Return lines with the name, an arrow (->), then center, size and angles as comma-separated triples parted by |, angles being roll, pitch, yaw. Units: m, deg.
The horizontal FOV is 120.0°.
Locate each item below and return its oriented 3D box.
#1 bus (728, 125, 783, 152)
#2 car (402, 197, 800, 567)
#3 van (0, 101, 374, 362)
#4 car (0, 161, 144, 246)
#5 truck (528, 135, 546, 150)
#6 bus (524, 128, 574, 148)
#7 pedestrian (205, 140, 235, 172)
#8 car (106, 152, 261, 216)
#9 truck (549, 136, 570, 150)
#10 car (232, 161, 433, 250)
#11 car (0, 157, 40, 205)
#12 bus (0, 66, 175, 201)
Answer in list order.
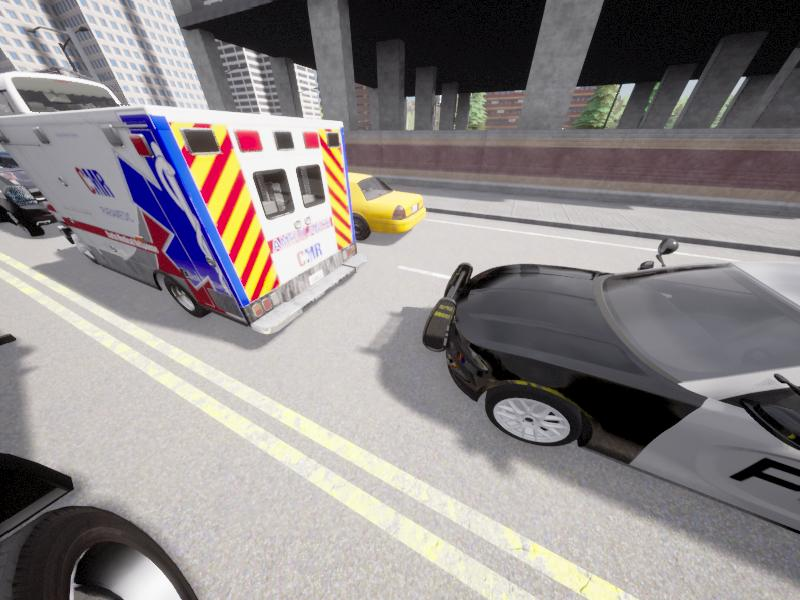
bus -> 72.633, -32.864, 47.186 | 10.273, 4.253, 3.944 | -21, 40, -28
car -> 2.809, 0.498, 1.797 | 5.238, 1.638, 1.930 | 15, 38, 20
van -> -3.898, -1.630, 4.087 | 6.366, 2.431, 2.351 | 15, 38, 20
car -> -10.805, -3.112, 6.937 | 4.902, 1.511, 2.128 | 15, 38, 20
truck -> 29.472, -34.044, 49.945 | 2.615, 2.467, 5.204 | 15, 38, 20
bus -> 40.023, -43.810, 62.583 | 10.273, 4.253, 3.944 | 15, 38, 20
pedestrian -> -12.503, -9.995, 16.075 | 0.751, 1.860, 0.751 | 12, 37, 16
car -> -8.375, -4.746, 9.132 | 4.611, 1.667, 2.242 | 15, 38, 20
truck -> 33.382, -32.985, 48.470 | 2.615, 2.467, 5.204 | 15, 38, 20
car -> -1.947, -2.979, 6.747 | 5.366, 1.575, 1.801 | 15, 38, 20
car -> -17.573, -4.949, 9.467 | 3.705, 1.549, 1.789 | 15, 38, 20
bus -> -17.935, -8.306, 11.885 | 10.273, 4.253, 3.944 | 16, 38, 20
